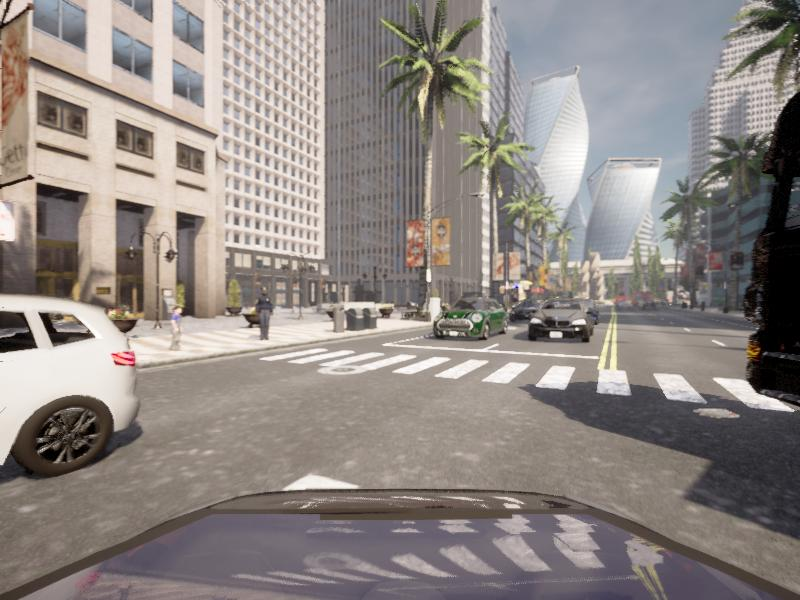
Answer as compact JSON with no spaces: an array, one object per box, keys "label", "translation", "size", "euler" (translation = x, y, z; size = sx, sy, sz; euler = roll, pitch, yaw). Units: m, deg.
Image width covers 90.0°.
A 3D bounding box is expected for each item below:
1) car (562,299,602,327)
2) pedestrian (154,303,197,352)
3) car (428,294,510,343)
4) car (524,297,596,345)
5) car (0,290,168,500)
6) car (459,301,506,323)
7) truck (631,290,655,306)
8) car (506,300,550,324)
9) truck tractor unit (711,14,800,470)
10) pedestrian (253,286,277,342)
[{"label":"car","translation":[11.995,0.758,26.208],"size":[2.033,1.649,4.856],"euler":[0,0,28]},{"label":"pedestrian","translation":[-6.246,0.750,11.170],"size":[0.751,1.300,0.751],"euler":[0,0,2]},{"label":"car","translation":[3.111,0.679,17.153],"size":[2.097,1.767,4.553],"euler":[0,0,29]},{"label":"car","translation":[6.750,0.743,16.526],"size":[2.242,1.667,4.611],"euler":[0,0,28]},{"label":"car","translation":[-4.623,0.751,2.879],"size":[2.242,1.667,4.611],"euler":[0,0,28]},{"label":"car","translation":[6.215,0.827,29.584],"size":[2.163,1.488,4.792],"euler":[0,0,28]},{"label":"truck","translation":[59.879,-0.388,98.467],"size":[8.468,3.827,2.891],"euler":[0,0,-44]},{"label":"car","translation":[9.126,0.812,28.264],"size":[2.038,1.542,4.974],"euler":[0,-1,28]},{"label":"truck tractor unit","translation":[5.703,-0.519,1.646],"size":[3.053,4.208,6.516],"euler":[0,0,-12]},{"label":"pedestrian","translation":[-4.722,0.468,13.932],"size":[0.751,1.860,0.751],"euler":[0,0,-22]}]
